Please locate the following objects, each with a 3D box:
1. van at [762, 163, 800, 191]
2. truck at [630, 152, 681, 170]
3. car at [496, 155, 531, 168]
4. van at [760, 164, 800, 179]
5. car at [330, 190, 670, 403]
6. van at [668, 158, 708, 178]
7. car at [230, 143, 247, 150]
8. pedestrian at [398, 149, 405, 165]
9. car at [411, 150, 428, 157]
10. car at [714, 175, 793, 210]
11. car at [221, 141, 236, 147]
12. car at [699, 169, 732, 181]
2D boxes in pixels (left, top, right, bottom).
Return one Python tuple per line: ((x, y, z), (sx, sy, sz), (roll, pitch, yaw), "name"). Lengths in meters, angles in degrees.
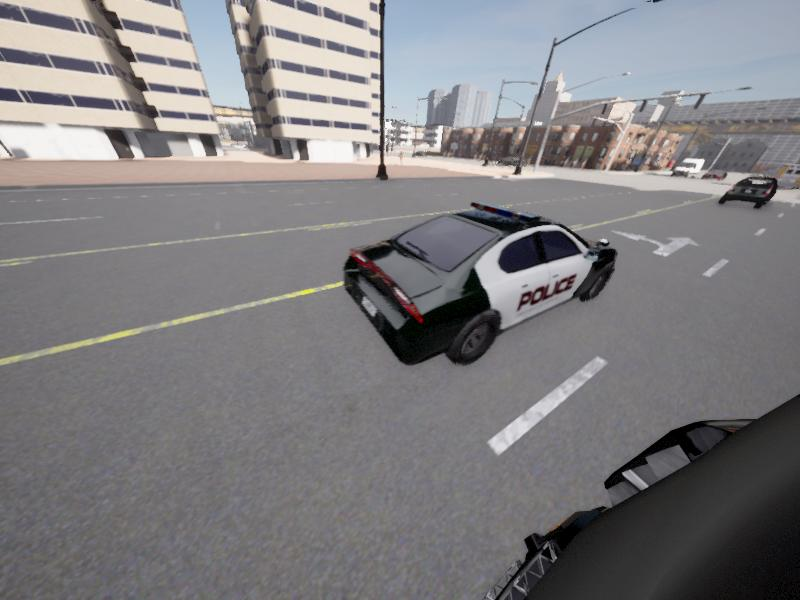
((45.823, -14.215, 26.707), (6.366, 2.431, 2.351), (-13, 37, -22), "van")
((72.024, -39.378, 65.350), (2.891, 3.827, 8.468), (-17, 38, -27), "truck")
((19.998, -24.530, 40.951), (1.930, 1.638, 5.238), (-17, 38, -27), "car")
((85.805, -28.923, 51.837), (1.988, 2.561, 5.915), (17, 36, 19), "van")
((1.723, -0.715, 3.778), (4.974, 1.542, 2.038), (-16, 38, -27), "car")
((46.542, -21.312, 37.345), (5.915, 2.561, 1.988), (-17, 38, -27), "van")
((-46.568, -44.304, 66.727), (3.633, 1.501, 1.845), (-19, 39, -27), "car")
((0.170, -20.240, 32.762), (0.751, 1.860, 0.751), (-7, 35, -14), "pedestrian")
((5.549, -41.862, 66.047), (2.128, 1.511, 4.902), (-17, 38, -27), "car")
((22.519, -6.969, 14.738), (3.988, 1.617, 1.851), (-17, 38, -27), "car")
((-58.475, -53.187, 78.705), (3.806, 1.475, 1.970), (-19, 39, -27), "car")
((47.587, -18.878, 34.821), (4.181, 1.385, 1.994), (-16, 38, -27), "car")
